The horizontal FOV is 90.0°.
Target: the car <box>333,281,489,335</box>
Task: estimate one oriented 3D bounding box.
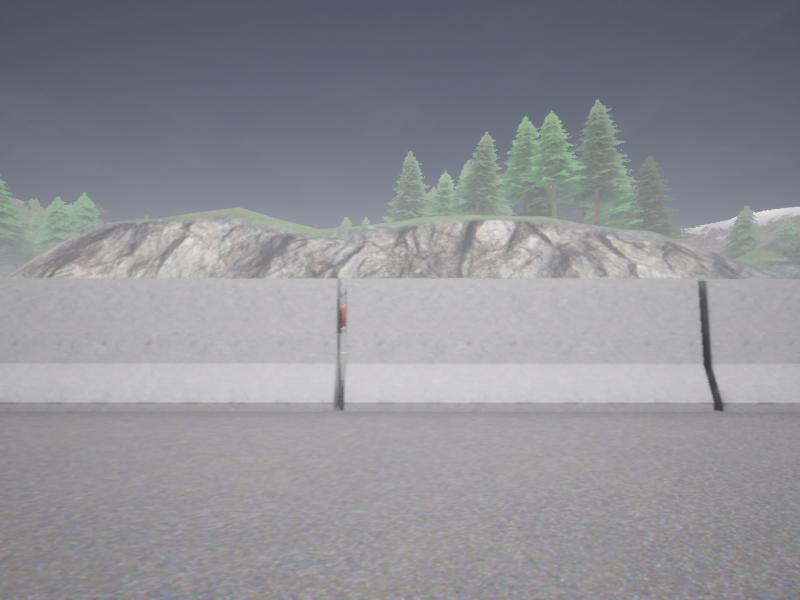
[{"bbox_3d":[0.336,0.229,12.535,4.514,1.525,2.007,0,0,2],"label":"car"}]

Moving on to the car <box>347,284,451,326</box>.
[{"bbox_3d":[-0.034,0.188,16.205,3.988,1.617,1.851,0,0,0],"label":"car"}]
